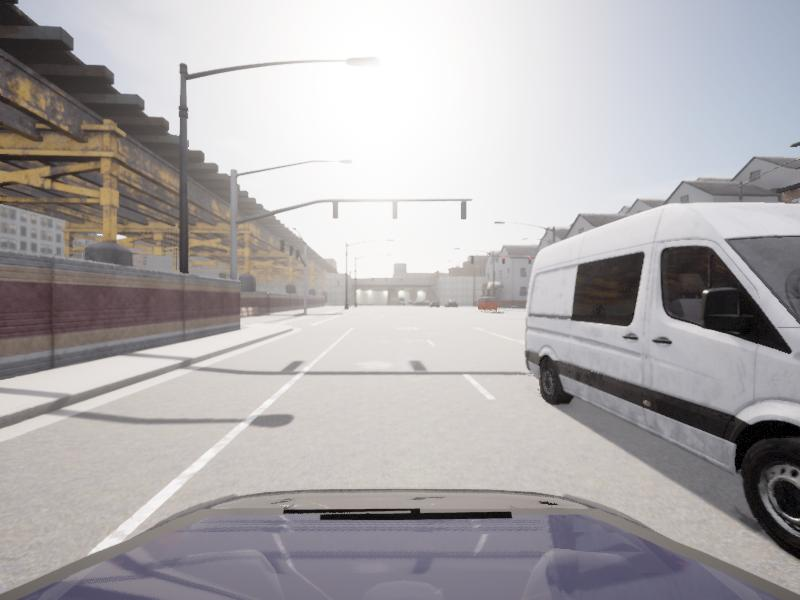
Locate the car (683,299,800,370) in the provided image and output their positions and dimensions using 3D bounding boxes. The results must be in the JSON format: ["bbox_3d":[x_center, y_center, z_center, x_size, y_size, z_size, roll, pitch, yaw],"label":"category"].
[{"bbox_3d":[10.053,0.790,10.850,1.851,1.617,3.988,0,0,-2],"label":"car"}]

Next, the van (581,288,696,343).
[{"bbox_3d":[9.811,0.574,16.986,2.069,2.038,4.480,0,0,-2],"label":"van"}]

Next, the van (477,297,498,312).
[{"bbox_3d":[11.875,0.606,54.507,1.775,1.987,4.442,0,0,-3],"label":"van"}]

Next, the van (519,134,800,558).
[{"bbox_3d":[3.322,0.314,4.490,1.988,2.561,5.915,0,-1,-2],"label":"van"}]
